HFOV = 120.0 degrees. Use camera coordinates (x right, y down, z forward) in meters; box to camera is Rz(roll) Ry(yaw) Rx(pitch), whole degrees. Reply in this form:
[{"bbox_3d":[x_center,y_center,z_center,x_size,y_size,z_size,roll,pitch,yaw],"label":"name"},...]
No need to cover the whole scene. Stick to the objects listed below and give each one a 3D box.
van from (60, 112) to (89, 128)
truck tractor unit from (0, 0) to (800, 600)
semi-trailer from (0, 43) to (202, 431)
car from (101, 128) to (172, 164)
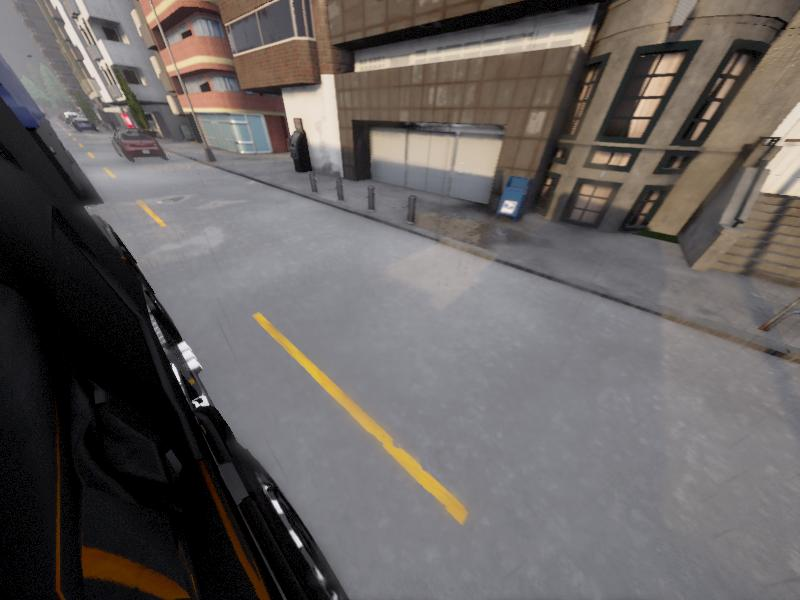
[{"bbox_3d":[-58.006,-32.116,41.146,4.480,2.038,2.069,28,44,30],"label":"van"},{"bbox_3d":[-2.645,-0.295,0.351,6.516,4.208,3.053,28,44,30],"label":"truck tractor unit"},{"bbox_3d":[-8.699,-3.605,4.227,14.254,4.402,2.717,28,44,30],"label":"semi-trailer"},{"bbox_3d":[-15.924,-9.395,13.949,4.193,1.474,1.816,28,44,30],"label":"car"}]
